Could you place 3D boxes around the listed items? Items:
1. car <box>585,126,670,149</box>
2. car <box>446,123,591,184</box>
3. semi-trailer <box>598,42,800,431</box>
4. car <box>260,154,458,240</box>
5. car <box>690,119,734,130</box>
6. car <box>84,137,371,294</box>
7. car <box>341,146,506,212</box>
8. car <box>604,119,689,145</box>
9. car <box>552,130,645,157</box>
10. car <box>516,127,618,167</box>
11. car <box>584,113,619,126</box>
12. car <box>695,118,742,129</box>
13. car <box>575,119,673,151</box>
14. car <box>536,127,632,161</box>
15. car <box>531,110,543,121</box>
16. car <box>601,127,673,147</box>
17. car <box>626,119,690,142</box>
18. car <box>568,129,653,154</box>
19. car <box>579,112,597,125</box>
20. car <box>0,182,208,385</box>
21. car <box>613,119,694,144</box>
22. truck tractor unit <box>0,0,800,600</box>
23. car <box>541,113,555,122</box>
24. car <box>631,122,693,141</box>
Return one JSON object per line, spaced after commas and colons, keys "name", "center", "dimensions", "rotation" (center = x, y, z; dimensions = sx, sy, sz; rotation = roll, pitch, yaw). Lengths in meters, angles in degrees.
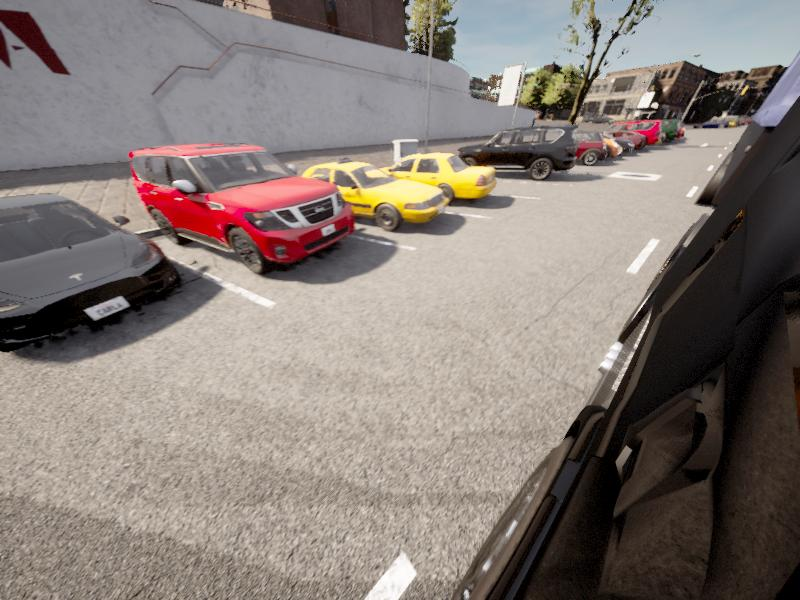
{"name": "car", "center": [21.332, -15.449, 22.059], "dimensions": [5.366, 1.575, 1.946], "rotation": [17, 41, 25]}
{"name": "car", "center": [5.386, -7.170, 11.261], "dimensions": [5.566, 2.045, 2.435], "rotation": [17, 41, 25]}
{"name": "semi-trailer", "center": [8.698, -3.582, 4.262], "dimensions": [14.254, 4.402, 2.717], "rotation": [-28, 44, -30]}
{"name": "car", "center": [-1.295, -3.276, 6.809], "dimensions": [5.366, 1.575, 1.946], "rotation": [17, 40, 25]}
{"name": "car", "center": [63.393, -35.737, 47.082], "dimensions": [4.792, 1.488, 2.163], "rotation": [21, 42, 29]}
{"name": "car", "center": [-3.736, -2.301, 5.230], "dimensions": [5.566, 2.045, 2.435], "rotation": [17, 40, 25]}
{"name": "car", "center": [0.673, -4.586, 8.466], "dimensions": [5.366, 1.575, 1.946], "rotation": [17, 41, 25]}
{"name": "car", "center": [26.069, -18.006, 24.867], "dimensions": [5.566, 2.045, 2.435], "rotation": [17, 41, 25]}
{"name": "car", "center": [14.601, -11.795, 17.450], "dimensions": [4.892, 1.521, 2.231], "rotation": [17, 40, 25]}
{"name": "car", "center": [10.035, -9.473, 14.330], "dimensions": [4.553, 1.767, 2.185], "rotation": [17, 41, 25]}
{"name": "car", "center": [40.286, -36.201, 46.309], "dimensions": [1.932, 1.855, 4.605], "rotation": [-26, 48, -31]}
{"name": "car", "center": [66.094, -36.691, 48.162], "dimensions": [5.366, 1.575, 1.946], "rotation": [21, 42, 29]}
{"name": "car", "center": [19.160, -14.406, 20.332], "dimensions": [5.566, 2.045, 2.435], "rotation": [17, 41, 25]}
{"name": "car", "center": [12.278, -10.700, 15.874], "dimensions": [4.553, 1.767, 2.185], "rotation": [17, 40, 25]}
{"name": "car", "center": [35.948, -48.333, 60.627], "dimensions": [1.878, 1.987, 4.442], "rotation": [23, 42, 21]}
{"name": "car", "center": [23.800, -16.562, 23.514], "dimensions": [4.674, 1.452, 2.002], "rotation": [17, 41, 25]}
{"name": "car", "center": [30.833, -20.337, 27.831], "dimensions": [4.442, 1.987, 1.878], "rotation": [17, 40, 25]}
{"name": "car", "center": [16.873, -12.977, 18.982], "dimensions": [4.792, 1.488, 2.163], "rotation": [17, 41, 25]}
{"name": "car", "center": [43.707, -42.204, 53.773], "dimensions": [2.435, 2.045, 5.566], "rotation": [23, 42, 21]}
{"name": "car", "center": [-6.020, -0.854, 3.892], "dimensions": [4.792, 1.488, 2.163], "rotation": [17, 40, 25]}
{"name": "car", "center": [28.436, -19.191, 26.355], "dimensions": [5.566, 2.045, 2.435], "rotation": [17, 40, 25]}
{"name": "truck tractor unit", "center": [2.645, -0.295, 0.351], "dimensions": [6.516, 4.208, 3.053], "rotation": [-28, 44, -30]}
{"name": "car", "center": [37.906, -46.660, 59.113], "dimensions": [2.231, 1.521, 4.892], "rotation": [23, 42, 21]}
{"name": "car", "center": [33.095, -21.460, 29.412], "dimensions": [4.553, 1.767, 2.185], "rotation": [18, 41, 26]}
